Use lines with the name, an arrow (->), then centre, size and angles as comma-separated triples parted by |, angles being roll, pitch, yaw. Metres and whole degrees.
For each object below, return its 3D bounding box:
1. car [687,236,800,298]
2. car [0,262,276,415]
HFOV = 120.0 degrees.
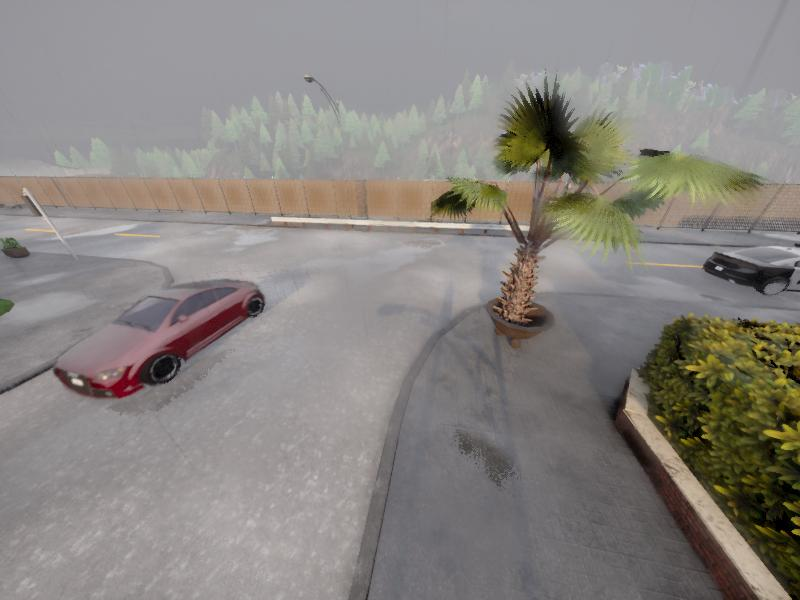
car -> 15.182, -1.193, 8.663 | 5.238, 1.638, 1.930 | 5, 30, 9
car -> -5.737, 0.467, 6.036 | 1.994, 1.385, 4.181 | 7, 31, 12
